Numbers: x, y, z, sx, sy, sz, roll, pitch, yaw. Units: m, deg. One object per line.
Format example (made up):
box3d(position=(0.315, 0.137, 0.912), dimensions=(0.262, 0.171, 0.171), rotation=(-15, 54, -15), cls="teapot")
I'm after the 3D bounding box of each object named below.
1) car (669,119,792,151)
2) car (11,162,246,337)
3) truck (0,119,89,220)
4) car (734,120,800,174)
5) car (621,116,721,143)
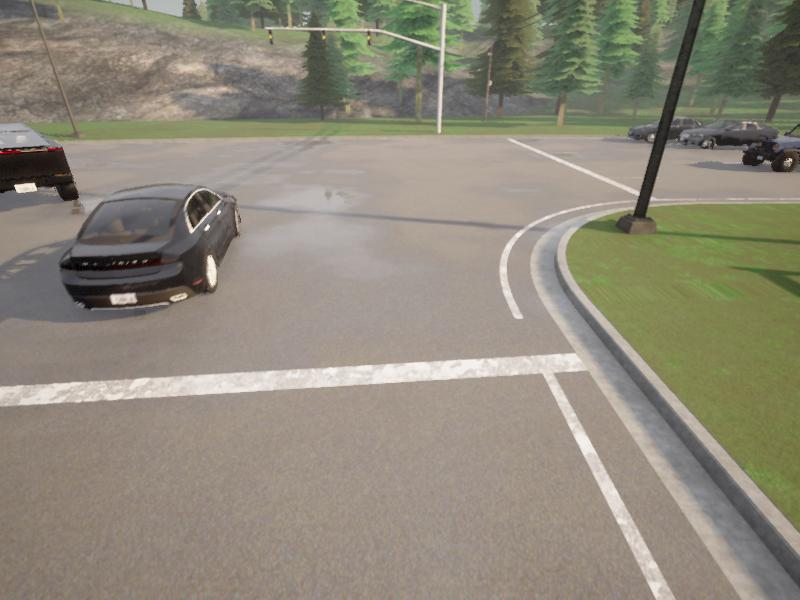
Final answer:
box3d(position=(18.724, -9.470, 22.891), dimensions=(4.902, 1.511, 2.128), rotation=(0, 28, 1), cls="car")
box3d(position=(-4.265, -1.359, 7.422), dimensions=(1.837, 1.490, 4.892), rotation=(-5, 29, -11), cls="car")
box3d(position=(-12.148, -4.242, 12.276), dimensions=(6.274, 2.098, 2.390), rotation=(23, 34, 37), cls="truck")
box3d(position=(16.866, -6.400, 16.607), dimensions=(3.866, 1.878, 1.905), rotation=(-1, 28, 1), cls="car")
box3d(position=(17.476, -11.088, 26.003), dimensions=(4.892, 1.490, 1.837), rotation=(0, 28, 0), cls="car")
